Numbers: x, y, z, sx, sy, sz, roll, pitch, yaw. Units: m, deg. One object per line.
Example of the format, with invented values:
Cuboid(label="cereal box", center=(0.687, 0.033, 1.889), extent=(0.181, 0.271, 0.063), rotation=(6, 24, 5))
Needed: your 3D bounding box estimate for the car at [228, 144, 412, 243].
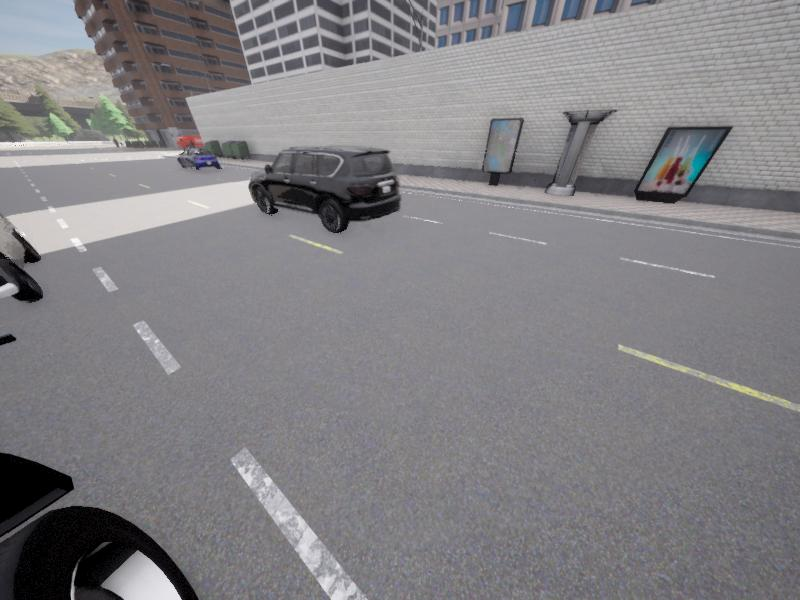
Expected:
Cuboid(label="car", center=(-2.577, -3.725, 7.408), extent=(5.566, 2.045, 2.150), rotation=(21, 40, 27))

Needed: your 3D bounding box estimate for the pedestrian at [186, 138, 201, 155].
Cuboid(label="pedestrian", center=(-27.738, -20.595, 31.039), extent=(0.751, 1.860, 0.751), rotation=(-23, 41, -29))

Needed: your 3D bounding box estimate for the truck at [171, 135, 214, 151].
Cuboid(label="truck", center=(-41.234, -31.330, 46.055), extent=(2.627, 2.467, 5.204), rotation=(22, 41, 28))

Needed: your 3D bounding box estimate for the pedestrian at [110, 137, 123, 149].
Cuboid(label="pedestrian", center=(-54.096, -29.913, 44.085), extent=(0.751, 1.860, 0.751), rotation=(23, 41, 29))

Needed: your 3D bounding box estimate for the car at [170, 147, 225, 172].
Cuboid(label="car", center=(-16.735, -11.654, 19.063), extent=(4.193, 1.474, 1.816), rotation=(22, 41, 28))

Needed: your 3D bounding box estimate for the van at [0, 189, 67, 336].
Cuboid(label="van", center=(-7.501, -0.902, 3.385), extent=(4.480, 2.038, 2.069), rotation=(23, 41, 30))

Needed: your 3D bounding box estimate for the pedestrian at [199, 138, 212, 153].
Cuboid(label="pedestrian", center=(-30.675, -24.380, 36.489), extent=(0.751, 1.860, 0.751), rotation=(26, 42, 31))
